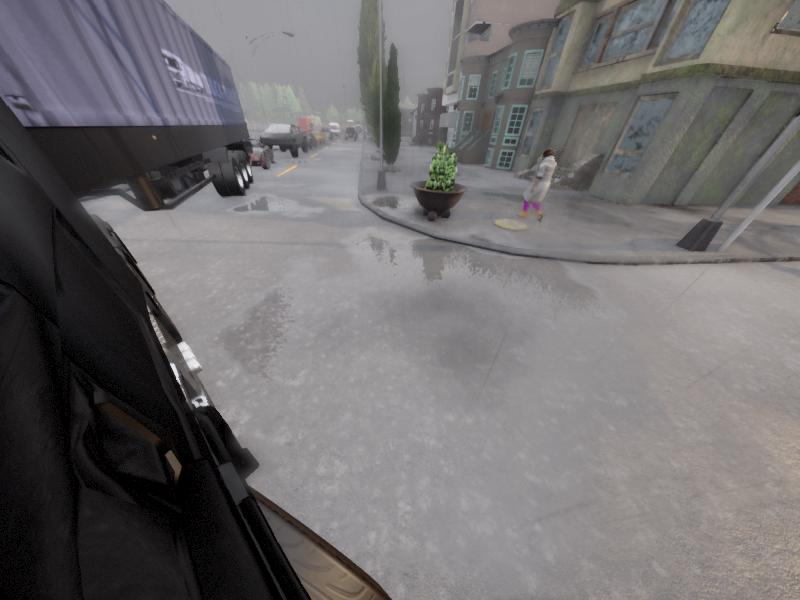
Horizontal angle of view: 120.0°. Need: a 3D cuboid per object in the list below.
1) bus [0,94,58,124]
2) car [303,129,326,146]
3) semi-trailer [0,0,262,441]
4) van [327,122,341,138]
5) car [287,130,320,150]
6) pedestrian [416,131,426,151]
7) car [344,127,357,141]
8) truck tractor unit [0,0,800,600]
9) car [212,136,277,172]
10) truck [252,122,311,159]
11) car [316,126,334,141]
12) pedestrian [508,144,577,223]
[{"bbox_3d":[-75.897,-37.027,44.814,3.944,4.253,10.273,-2,37,-7],"label":"bus"},{"bbox_3d":[-11.149,-21.597,30.577,1.801,1.575,5.366,-2,37,-7],"label":"car"},{"bbox_3d":[-6.237,-4.575,5.689,2.717,4.402,14.254,-11,39,-18],"label":"semi-trailer"},{"bbox_3d":[-14.096,-36.402,49.434,1.988,2.561,5.915,-2,37,-7],"label":"van"},{"bbox_3d":[-10.294,-17.394,25.053,2.128,1.511,4.902,-2,37,-7],"label":"car"},{"bbox_3d":[2.481,-18.839,27.340,0.751,1.860,0.751,-5,37,-10],"label":"pedestrian"},{"bbox_3d":[-8.851,-30.052,41.805,1.905,1.878,3.866,-2,37,-7],"label":"car"},{"bbox_3d":[-2.645,-0.295,0.351,6.516,4.208,3.053,28,44,30],"label":"truck tractor unit"},{"bbox_3d":[-8.803,-8.636,13.547,1.994,1.385,4.181,-7,37,-14],"label":"car"},{"bbox_3d":[-9.392,-13.288,19.114,2.390,2.098,6.274,-2,37,-7],"label":"truck"},{"bbox_3d":[-12.327,-27.478,38.145,1.932,1.855,4.605,-2,36,-7],"label":"car"},{"bbox_3d":[3.897,-3.226,6.471,0.751,1.860,0.751,-11,39,-18],"label":"pedestrian"}]
